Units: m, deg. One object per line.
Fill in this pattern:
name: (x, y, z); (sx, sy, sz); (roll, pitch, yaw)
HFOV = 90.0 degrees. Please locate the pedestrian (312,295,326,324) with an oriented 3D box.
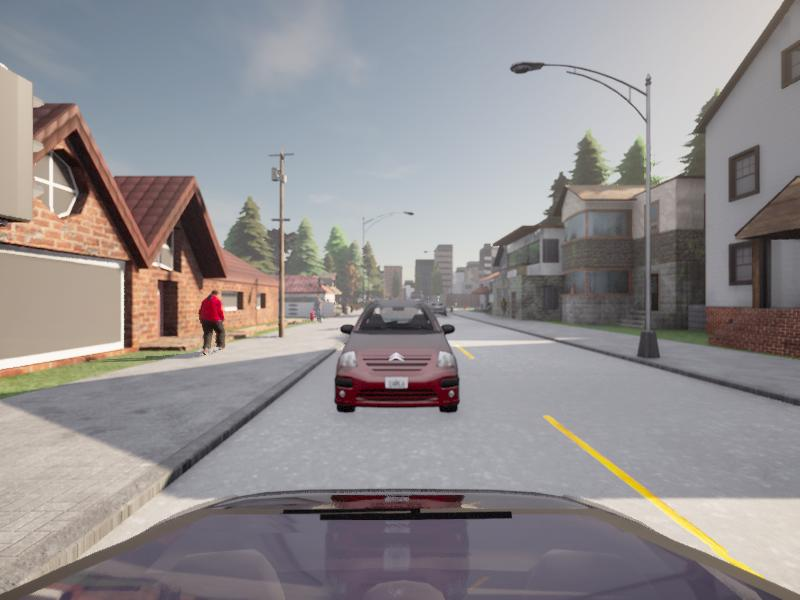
pedestrian: (-5.162, 0.585, 25.619); (0.751, 1.860, 0.751); (0, 0, 0)

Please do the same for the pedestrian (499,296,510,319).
pedestrian: (8.573, 0.598, 32.899); (0.751, 1.860, 0.751); (0, 0, 2)

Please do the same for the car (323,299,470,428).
car: (-0.038, 0.804, 7.037); (1.851, 1.617, 3.988); (0, 0, 0)

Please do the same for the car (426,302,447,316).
car: (3.981, 0.939, 43.780); (1.970, 1.475, 3.806); (0, 0, 0)

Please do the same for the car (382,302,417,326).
car: (-0.028, 0.905, 27.509); (2.163, 1.488, 4.792); (0, 0, 0)

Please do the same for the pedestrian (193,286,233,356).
pedestrian: (-5.157, 0.556, 11.069); (0.751, 1.860, 0.751); (0, 0, 1)

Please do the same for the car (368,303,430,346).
car: (-0.031, 0.885, 16.483); (2.163, 1.488, 4.792); (0, 0, 0)

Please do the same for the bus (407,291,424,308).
bus: (3.884, -0.118, 102.547); (3.944, 4.253, 10.273); (0, 0, 0)
